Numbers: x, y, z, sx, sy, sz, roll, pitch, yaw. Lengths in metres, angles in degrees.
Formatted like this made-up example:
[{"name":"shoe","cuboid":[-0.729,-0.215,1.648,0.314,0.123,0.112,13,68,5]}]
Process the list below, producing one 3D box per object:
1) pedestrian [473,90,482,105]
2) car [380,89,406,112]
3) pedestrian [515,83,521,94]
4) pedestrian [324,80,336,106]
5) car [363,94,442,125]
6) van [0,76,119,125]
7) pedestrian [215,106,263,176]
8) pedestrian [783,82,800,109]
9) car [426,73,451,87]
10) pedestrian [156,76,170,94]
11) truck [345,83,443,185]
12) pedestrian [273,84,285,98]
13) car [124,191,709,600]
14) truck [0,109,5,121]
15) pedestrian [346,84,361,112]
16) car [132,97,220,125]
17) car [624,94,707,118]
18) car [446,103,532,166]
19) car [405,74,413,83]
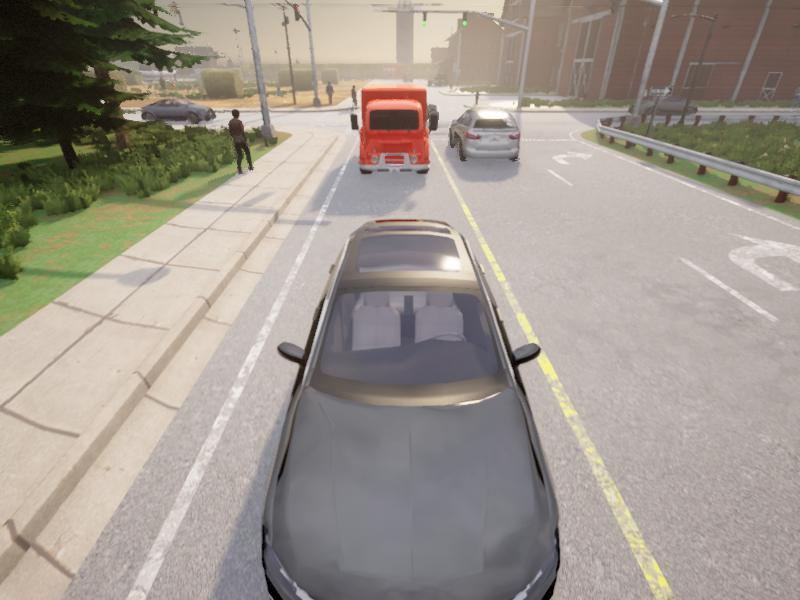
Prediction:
[{"name":"pedestrian","cuboid":[6.722,-17.609,34.773,0.500,1.100,0.500,-18,35,-28]},{"name":"car","cuboid":[-0.584,-16.477,32.919,1.994,1.385,4.181,0,30,-1]},{"name":"pedestrian","cuboid":[13.685,-24.488,46.328,0.500,1.100,0.500,6,31,11]},{"name":"pedestrian","cuboid":[-5.966,-17.640,34.078,0.751,1.860,0.751,-10,32,-17]},{"name":"car","cuboid":[0.067,-12.572,26.227,2.033,1.411,5.357,-25,38,-36]},{"name":"van","cuboid":[-21.366,-12.355,24.741,5.915,2.561,1.988,0,30,0]},{"name":"pedestrian","cuboid":[-4.778,-4.765,12.003,0.751,1.860,0.751,4,30,6]},{"name":"pedestrian","cuboid":[31.202,-16.047,31.398,0.751,1.860,0.751,-2,30,-3]},{"name":"car","cuboid":[6.472,-37.191,67.587,1.905,1.878,3.866,-31,40,-33]},{"name":"pedestrian","cuboid":[-28.219,-25.536,47.595,0.751,1.860,0.751,-2,30,-4]},{"name":"truck","cuboid":[-0.206,-5.866,13.616,2.627,2.467,5.204,0,31,-1]},{"name":"pedestrian","cuboid":[-12.807,-22.102,42.274,0.751,1.300,0.751,9,31,14]},{"name":"car","cuboid":[0.074,0.338,3.953,2.128,1.511,4.902,0,30,0]},{"name":"truck","cuboid":[-29.245,-12.185,24.885,6.274,2.098,2.390,0,30,0]},{"name":"pedestrian","cuboid":[-3.616,-15.730,31.118,0.751,1.860,0.751,25,38,36]},{"name":"car","cuboid":[-13.881,-11.842,25.024,4.181,1.385,1.994,0,30,0]},{"name":"car","cuboid":[18.454,-13.567,27.983,4.181,1.385,1.994,0,30,0]},{"name":"car","cuboid":[3.256,-6.670,15.808,2.242,1.667,4.611,0,30,-1]},{"name":"car","cuboid":[1.941,-48.605,87.800,1.789,1.549,3.705,0,30,-1]}]
